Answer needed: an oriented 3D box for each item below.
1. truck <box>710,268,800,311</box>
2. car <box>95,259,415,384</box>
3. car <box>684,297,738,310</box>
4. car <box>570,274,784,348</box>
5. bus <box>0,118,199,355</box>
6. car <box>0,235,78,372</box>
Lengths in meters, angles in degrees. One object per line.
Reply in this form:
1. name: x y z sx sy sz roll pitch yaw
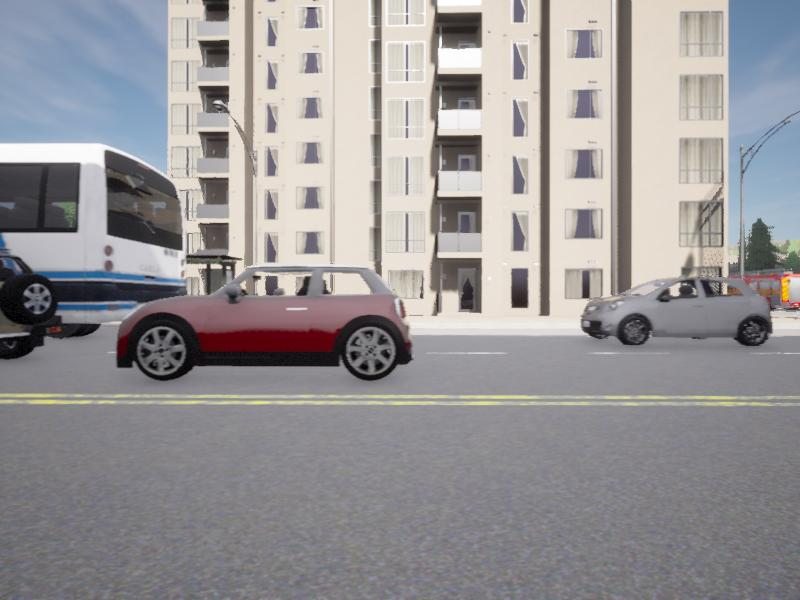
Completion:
1. truck: 35.422 -0.906 39.710 2.891 3.827 8.468 0 0 1
2. car: -1.712 0.252 5.728 3.806 1.475 1.970 0 0 0
3. car: 31.946 0.359 41.283 1.895 1.301 4.718 0 0 1
4. car: 6.110 0.230 9.186 3.633 1.501 1.845 0 0 0
5. bus: -10.740 -1.140 9.194 10.273 4.253 3.944 0 0 1
6. car: -7.730 0.048 5.788 4.605 1.855 1.932 0 0 1
